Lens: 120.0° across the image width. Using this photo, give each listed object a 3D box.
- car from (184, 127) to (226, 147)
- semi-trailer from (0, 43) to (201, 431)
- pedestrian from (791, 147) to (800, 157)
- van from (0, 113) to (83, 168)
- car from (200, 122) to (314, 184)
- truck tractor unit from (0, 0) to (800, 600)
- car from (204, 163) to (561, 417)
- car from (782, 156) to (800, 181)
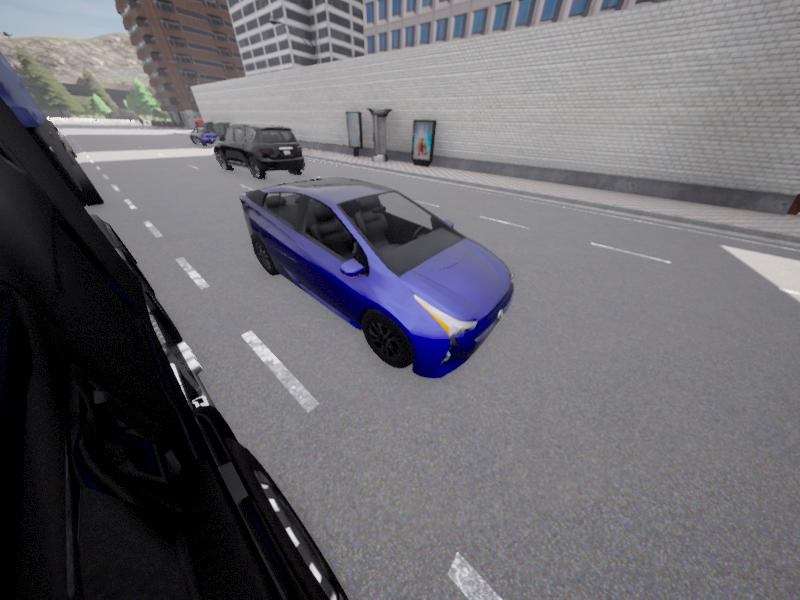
[{"bbox_3d":[-19.651,-16.472,23.286,4.193,1.474,1.816,28,44,30],"label":"car"},{"bbox_3d":[-8.692,-3.604,4.242,14.254,4.402,2.717,28,44,30],"label":"semi-trailer"},{"bbox_3d":[88.947,-33.059,51.528,0.751,1.860,0.751,22,41,24],"label":"pedestrian"},{"bbox_3d":[-19.042,-8.444,12.090,4.480,2.038,2.069,32,46,33],"label":"van"},{"bbox_3d":[-7.127,-7.472,11.503,5.566,2.045,2.150,26,42,28],"label":"car"},{"bbox_3d":[-2.645,-0.295,0.351,6.516,4.208,3.053,28,44,30],"label":"truck tractor unit"},{"bbox_3d":[-0.641,-0.868,3.480,4.514,1.525,2.007,28,44,30],"label":"car"},{"bbox_3d":[33.244,-10.202,18.036,2.033,1.649,4.856,28,43,30],"label":"car"}]
